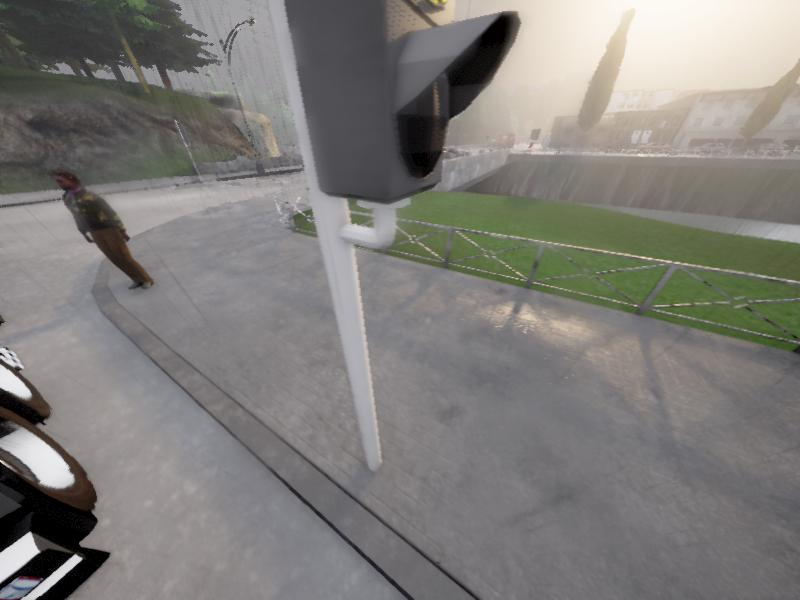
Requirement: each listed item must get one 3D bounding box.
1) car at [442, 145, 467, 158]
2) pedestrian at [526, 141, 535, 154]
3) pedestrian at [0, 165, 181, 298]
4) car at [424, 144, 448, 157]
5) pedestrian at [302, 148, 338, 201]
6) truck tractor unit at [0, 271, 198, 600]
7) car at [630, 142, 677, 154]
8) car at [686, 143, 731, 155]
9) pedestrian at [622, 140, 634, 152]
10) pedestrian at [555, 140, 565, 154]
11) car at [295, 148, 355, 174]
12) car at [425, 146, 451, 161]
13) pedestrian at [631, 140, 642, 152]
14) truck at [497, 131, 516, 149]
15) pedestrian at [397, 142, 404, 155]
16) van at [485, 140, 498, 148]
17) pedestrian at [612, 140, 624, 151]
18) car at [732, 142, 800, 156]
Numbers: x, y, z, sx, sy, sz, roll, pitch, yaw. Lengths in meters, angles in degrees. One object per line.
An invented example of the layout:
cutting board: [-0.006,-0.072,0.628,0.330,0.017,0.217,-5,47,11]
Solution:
car: [8.409,-22.719,35.241,2.038,1.542,4.974,18,39,24]
pedestrian: [21.908,-25.542,38.653,0.751,1.860,0.751,18,39,24]
pedestrian: [-4.623,-1.011,3.636,0.751,1.860,0.751,0,35,1]
car: [6.041,-24.886,38.293,2.033,1.649,4.856,19,39,25]
pedestrian: [-3.321,-5.253,9.725,0.751,1.860,0.751,19,39,26]
truck tractor unit: [-5.125,-0.286,0.769,6.516,4.208,3.053,18,39,24]
car: [43.997,-26.554,40.312,5.027,1.651,2.152,18,39,25]
car: [49.918,-24.567,37.523,3.806,1.475,1.970,18,39,25]
pedestrian: [42.701,-28.871,43.222,0.751,1.860,0.751,-23,41,-29]
pedestrian: [26.723,-25.593,38.679,0.751,1.860,0.751,16,38,22]
car: [-6.522,-12.545,20.644,2.242,1.667,4.611,18,39,25]
car: [5.099,-19.420,30.580,1.816,1.474,4.193,18,39,24]
pedestrian: [43.851,-28.641,42.879,0.751,1.860,0.751,25,42,32]
truck: [30.362,-45.411,65.619,2.891,3.827,8.468,18,39,24]
pedestrian: [0.041,-24.606,37.523,0.751,1.860,0.751,28,44,34]
van: [26.845,-45.748,67.713,2.069,2.038,4.480,18,39,24]
pedestrian: [42.727,-30.324,45.310,0.751,1.860,0.751,-7,35,-9]
car: [55.226,-22.907,34.940,5.238,1.638,1.930,18,39,24]
